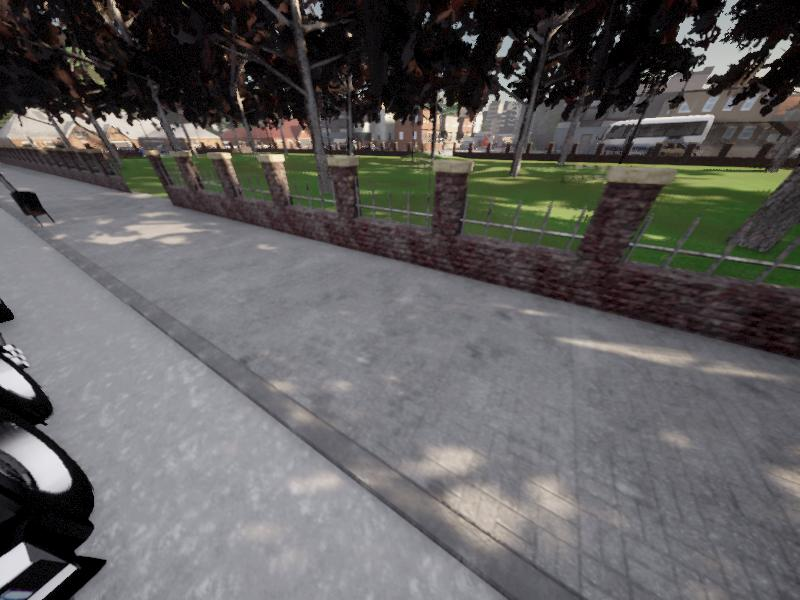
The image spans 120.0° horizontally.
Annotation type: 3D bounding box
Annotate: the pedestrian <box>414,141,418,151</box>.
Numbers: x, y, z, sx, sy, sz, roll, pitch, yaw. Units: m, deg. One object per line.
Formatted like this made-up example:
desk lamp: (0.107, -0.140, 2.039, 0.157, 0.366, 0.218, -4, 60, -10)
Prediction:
pedestrian: (3.483, -32.904, 49.340, 0.751, 1.860, 0.751, -2, 35, -3)

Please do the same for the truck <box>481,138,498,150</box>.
truck: (22.699, -39.489, 58.349, 2.627, 2.467, 5.204, 17, 39, 24)

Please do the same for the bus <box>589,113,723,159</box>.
bus: (31.755, -20.831, 29.890, 10.273, 4.253, 3.944, 17, 39, 27)

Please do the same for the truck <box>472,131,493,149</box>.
truck: (23.390, -45.248, 65.414, 2.891, 3.827, 8.468, 19, 39, 26)

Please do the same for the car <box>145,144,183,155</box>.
car: (-47.451, -30.374, 46.549, 2.242, 1.667, 4.611, 19, 39, 26)

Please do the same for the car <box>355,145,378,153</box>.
car: (-7.086, -32.258, 49.235, 4.718, 1.301, 1.895, 20, 40, 27)

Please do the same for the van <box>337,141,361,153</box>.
van: (-10.345, -31.057, 46.933, 4.442, 1.987, 1.775, 17, 38, 23)

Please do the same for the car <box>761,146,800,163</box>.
car: (43.882, -15.791, 25.032, 4.674, 1.442, 1.812, 19, 39, 26)

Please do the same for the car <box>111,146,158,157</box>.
car: (-46.925, -26.395, 40.946, 1.882, 1.535, 5.008, 18, 39, 24)

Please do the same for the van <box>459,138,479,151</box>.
van: (16.799, -37.997, 56.282, 2.351, 2.431, 6.366, 20, 40, 27)

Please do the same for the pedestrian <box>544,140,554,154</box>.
pedestrian: (24.641, -25.320, 38.288, 0.751, 1.860, 0.751, 21, 40, 27)

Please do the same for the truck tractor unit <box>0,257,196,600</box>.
truck tractor unit: (-5.098, -0.315, 0.791, 6.516, 4.208, 3.053, 19, 39, 25)

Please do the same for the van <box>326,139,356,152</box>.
van: (-13.423, -35.037, 52.289, 6.366, 2.431, 2.351, 18, 39, 24)

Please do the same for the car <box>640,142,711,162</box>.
car: (31.783, -17.294, 26.912, 4.605, 1.855, 1.932, 17, 39, 23)

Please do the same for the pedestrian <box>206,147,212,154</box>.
pedestrian: (-37.703, -29.568, 45.582, 0.500, 1.100, 0.500, 16, 38, 22)

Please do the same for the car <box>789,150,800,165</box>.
car: (42.491, -13.776, 21.623, 5.566, 2.045, 2.150, 17, 38, 23)

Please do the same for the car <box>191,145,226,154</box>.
car: (-40.895, -32.347, 49.564, 2.033, 1.411, 5.357, 18, 39, 24)
